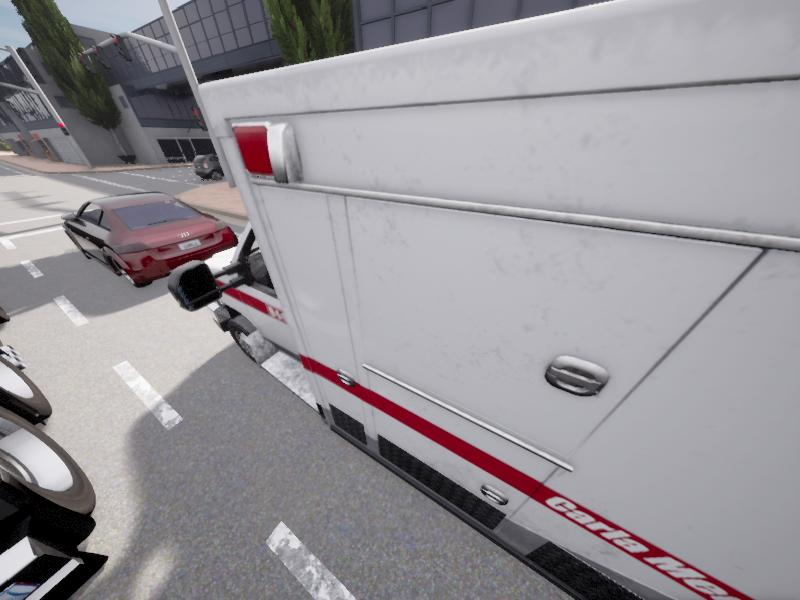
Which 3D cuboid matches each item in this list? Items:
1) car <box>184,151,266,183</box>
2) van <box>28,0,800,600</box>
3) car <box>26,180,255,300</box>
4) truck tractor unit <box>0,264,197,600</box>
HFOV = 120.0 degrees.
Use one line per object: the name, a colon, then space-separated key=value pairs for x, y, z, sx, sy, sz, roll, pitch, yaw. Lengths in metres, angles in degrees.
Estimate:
car: x=-12.179 y=-9.572 z=16.421 sx=1.851 sy=1.617 sz=3.988 roll=18 pitch=39 yaw=24
van: x=0.807 y=0.051 z=1.793 sx=6.366 sy=2.431 sz=2.351 roll=18 pitch=39 yaw=24
car: x=-5.733 y=-1.647 z=5.205 sx=4.181 sy=1.385 sz=1.994 roll=18 pitch=39 yaw=24
truck tractor unit: x=-5.112 y=-0.300 z=0.779 sx=6.516 sy=4.208 sz=3.053 roll=18 pitch=39 yaw=24
